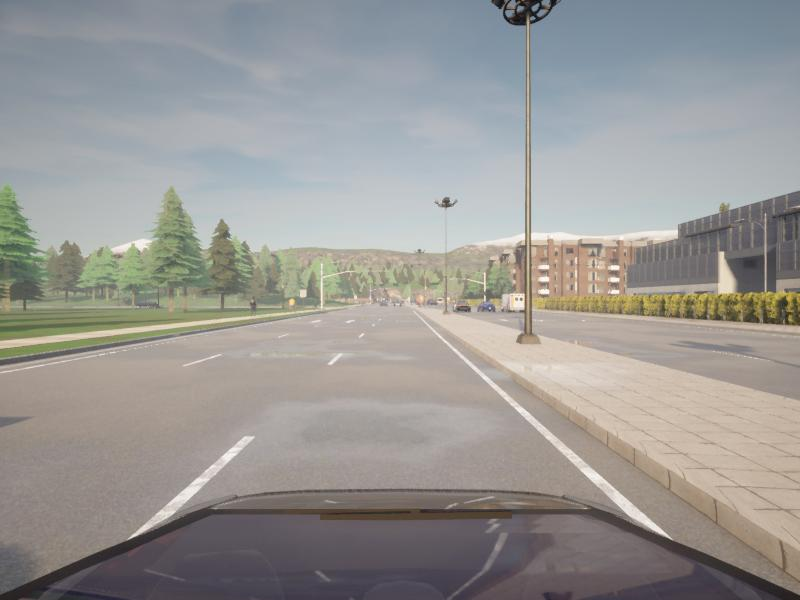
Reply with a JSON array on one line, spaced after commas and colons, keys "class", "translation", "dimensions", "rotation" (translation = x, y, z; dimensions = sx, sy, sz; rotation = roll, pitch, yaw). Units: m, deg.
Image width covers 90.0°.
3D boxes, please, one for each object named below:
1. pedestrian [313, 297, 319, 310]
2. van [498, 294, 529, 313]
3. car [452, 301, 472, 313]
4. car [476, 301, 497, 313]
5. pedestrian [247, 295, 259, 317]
[{"class": "pedestrian", "translation": [-12.083, 0.536, 57.532], "dimensions": [0.751, 1.860, 0.751], "rotation": [0, 0, 2]}, {"class": "van", "translation": [15.255, 0.426, 54.148], "dimensions": [2.351, 2.431, 6.366], "rotation": [0, 0, 0]}, {"class": "car", "translation": [8.250, 0.874, 53.841], "dimensions": [2.038, 1.542, 4.974], "rotation": [0, 0, 1]}, {"class": "car", "translation": [11.755, 0.918, 54.568], "dimensions": [1.812, 1.442, 4.674], "rotation": [0, 0, 0]}, {"class": "pedestrian", "translation": [-12.583, 0.515, 34.345], "dimensions": [0.751, 1.860, 0.751], "rotation": [0, 0, 2]}]
